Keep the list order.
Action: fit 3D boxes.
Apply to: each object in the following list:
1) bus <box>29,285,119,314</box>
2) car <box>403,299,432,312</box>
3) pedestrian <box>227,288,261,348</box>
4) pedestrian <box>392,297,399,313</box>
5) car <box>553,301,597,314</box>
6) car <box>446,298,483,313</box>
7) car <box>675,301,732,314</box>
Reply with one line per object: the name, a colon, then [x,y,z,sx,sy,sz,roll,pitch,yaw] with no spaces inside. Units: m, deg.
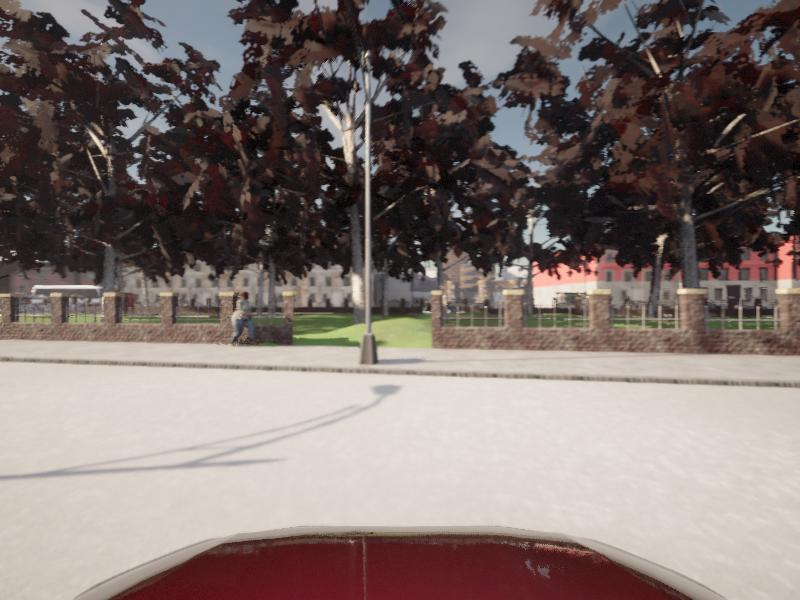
bus: [-50.202,-0.116,61.909,10.273,4.253,3.944,0,0,-6]
car: [2.527,0.743,56.251,3.866,1.878,1.905,0,0,11]
pedestrian: [-5.059,0.566,12.977,0.751,1.860,0.751,0,0,11]
pedestrian: [-0.539,0.621,47.878,0.751,1.860,0.751,0,0,11]
car: [21.175,0.878,48.639,4.514,1.525,2.007,0,0,11]
car: [8.205,0.730,51.103,4.605,1.855,1.932,0,0,11]
car: [34.853,0.865,46.037,4.892,1.490,1.837,0,0,10]
